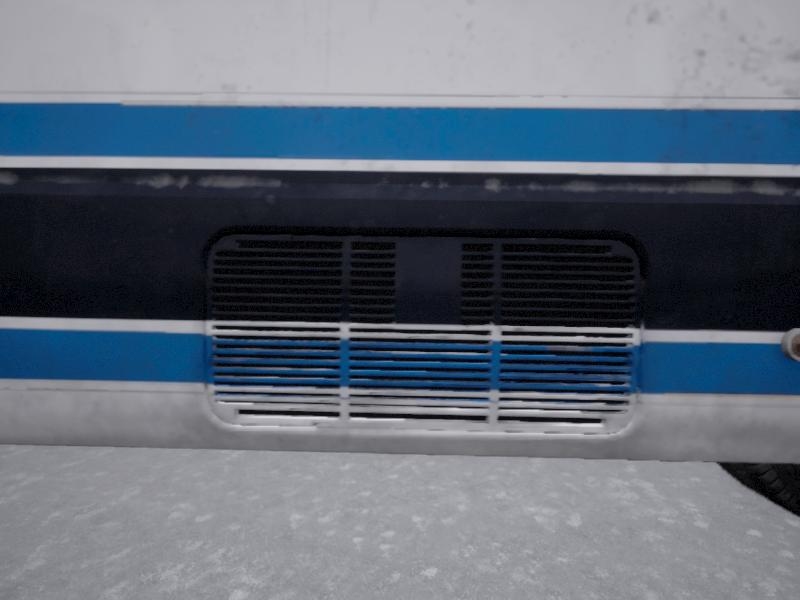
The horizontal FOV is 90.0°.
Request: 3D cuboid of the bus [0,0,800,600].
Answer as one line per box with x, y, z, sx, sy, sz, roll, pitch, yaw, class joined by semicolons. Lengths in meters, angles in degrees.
-0.170;-1.125;2.598;10.273;4.253;3.944;1;0;1;bus
